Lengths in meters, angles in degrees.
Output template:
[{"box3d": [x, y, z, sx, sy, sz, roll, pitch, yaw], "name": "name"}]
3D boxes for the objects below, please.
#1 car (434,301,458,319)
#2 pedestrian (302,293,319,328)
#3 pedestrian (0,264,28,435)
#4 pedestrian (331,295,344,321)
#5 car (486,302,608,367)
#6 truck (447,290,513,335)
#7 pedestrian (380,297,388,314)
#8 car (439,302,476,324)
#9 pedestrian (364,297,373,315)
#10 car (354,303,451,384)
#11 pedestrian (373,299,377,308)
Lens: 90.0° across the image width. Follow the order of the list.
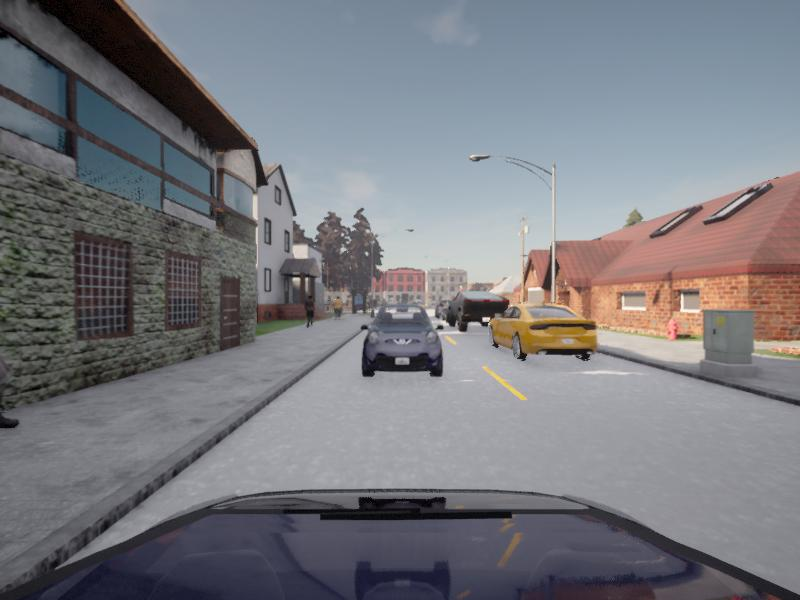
[{"box3d": [4.137, 0.857, 36.433, 1.851, 1.617, 3.988, 0, 0, 1], "name": "car"}, {"box3d": [-4.922, 0.575, 21.923, 0.751, 1.860, 0.751, 0, 0, 1], "name": "pedestrian"}, {"box3d": [-4.749, 0.543, 4.371, 0.751, 1.860, 0.751, 0, 0, 21], "name": "pedestrian"}, {"box3d": [-4.608, 0.589, 29.604, 0.751, 1.860, 0.751, 0, 0, 8], "name": "pedestrian"}, {"box3d": [4.069, 0.847, 12.118, 1.882, 1.535, 5.008, 0, 0, 0], "name": "car"}, {"box3d": [4.119, 0.584, 21.935, 2.390, 2.098, 6.274, 0, 0, 0], "name": "truck"}, {"box3d": [-1.852, 0.632, 46.504, 0.751, 1.860, 0.751, 0, 0, 7], "name": "pedestrian"}, {"box3d": [4.152, 0.892, 29.670, 2.128, 1.511, 4.902, 0, 0, 0], "name": "car"}, {"box3d": [-3.379, 0.604, 42.658, 0.751, 1.860, 0.751, 0, 0, 21], "name": "pedestrian"}, {"box3d": [0.054, 0.845, 9.449, 1.845, 1.501, 3.633, 0, 0, 0], "name": "car"}, {"box3d": [-4.740, 0.676, 76.631, 0.751, 1.860, 0.751, 0, 0, -6], "name": "pedestrian"}]
